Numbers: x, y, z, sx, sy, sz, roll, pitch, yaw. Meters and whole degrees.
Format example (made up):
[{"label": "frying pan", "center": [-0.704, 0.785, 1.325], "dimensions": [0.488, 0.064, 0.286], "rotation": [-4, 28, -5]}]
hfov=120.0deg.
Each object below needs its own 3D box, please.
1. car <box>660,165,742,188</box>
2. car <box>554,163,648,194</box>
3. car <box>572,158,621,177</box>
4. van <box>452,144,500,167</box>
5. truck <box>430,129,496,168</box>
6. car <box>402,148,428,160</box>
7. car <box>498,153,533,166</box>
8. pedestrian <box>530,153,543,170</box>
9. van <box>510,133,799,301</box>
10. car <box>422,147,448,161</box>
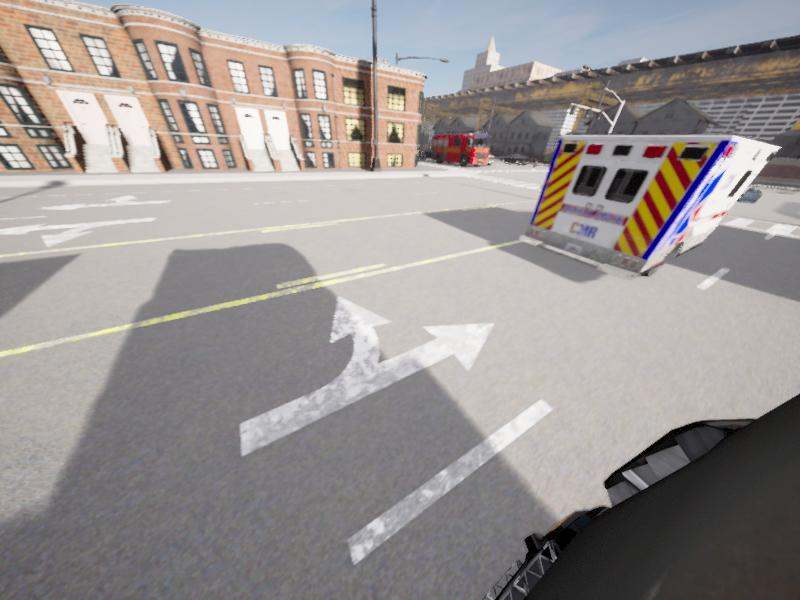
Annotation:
[{"label": "car", "center": [30.041, -12.541, 23.286], "dimensions": [1.812, 1.442, 4.674], "rotation": [-16, 39, -26]}, {"label": "car", "center": [13.385, -8.151, 15.494], "dimensions": [5.008, 1.535, 1.882], "rotation": [-8, 35, -16]}, {"label": "car", "center": [23.077, -15.705, 27.333], "dimensions": [1.789, 1.549, 3.705], "rotation": [-16, 39, -26]}, {"label": "van", "center": [10.701, -20.791, 33.130], "dimensions": [2.351, 2.431, 6.366], "rotation": [-16, 38, -25]}, {"label": "truck", "center": [7.922, -20.203, 30.812], "dimensions": [2.891, 3.827, 8.468], "rotation": [-16, 38, -26]}, {"label": "car", "center": [2.471, -24.719, 39.140], "dimensions": [1.837, 1.490, 4.892], "rotation": [-16, 38, -26]}, {"label": "car", "center": [19.214, -23.539, 38.646], "dimensions": [1.837, 1.490, 4.892], "rotation": [-16, 39, -26]}, {"label": "pedestrian", "center": [17.800, -18.078, 30.122], "dimensions": [0.751, 1.860, 0.751], "rotation": [-26, 43, -35]}, {"label": "van", "center": [6.149, -2.378, 5.655], "dimensions": [6.366, 2.431, 2.351], "rotation": [-16, 38, -26]}, {"label": "car", "center": [5.986, -25.271, 39.872], "dimensions": [1.932, 1.855, 4.605], "rotation": [-16, 38, -26]}]
